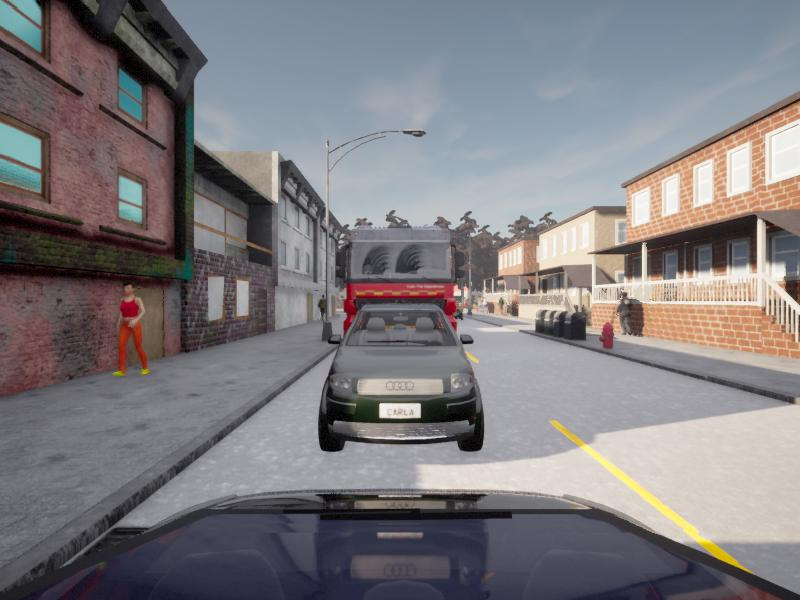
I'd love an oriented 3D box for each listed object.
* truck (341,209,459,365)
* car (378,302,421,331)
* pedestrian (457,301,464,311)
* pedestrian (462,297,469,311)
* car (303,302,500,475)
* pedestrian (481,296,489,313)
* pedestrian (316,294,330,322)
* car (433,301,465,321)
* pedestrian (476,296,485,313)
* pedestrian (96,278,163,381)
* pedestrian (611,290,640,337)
[{"bbox_3d":[-0.010,-0.321,14.022,2.891,3.827,8.468,0,0,0],"label":"truck"},{"bbox_3d":[-0.021,0.851,22.747,2.163,1.488,4.792,0,0,0],"label":"car"},{"bbox_3d":[8.310,0.796,54.836,0.751,1.300,0.751,0,0,-2],"label":"pedestrian"},{"bbox_3d":[8.929,0.516,54.567,0.751,1.860,0.751,0,0,1],"label":"pedestrian"},{"bbox_3d":[0.007,0.815,5.489,1.789,1.549,3.705,0,0,0],"label":"car"},{"bbox_3d":[9.273,0.525,43.660,0.751,1.860,0.751,0,0,0],"label":"pedestrian"},{"bbox_3d":[-5.083,0.533,26.421,0.751,1.860,0.751,0,0,2],"label":"pedestrian"},{"bbox_3d":[3.961,0.827,33.309,2.038,1.542,4.974,0,0,0],"label":"car"},{"bbox_3d":[8.940,0.525,44.359,0.751,1.860,0.751,0,0,-8],"label":"pedestrian"},{"bbox_3d":[-5.132,0.533,7.631,0.751,1.860,0.751,0,0,1],"label":"pedestrian"},{"bbox_3d":[9.227,0.533,16.395,0.751,1.860,0.751,0,0,0],"label":"pedestrian"}]
